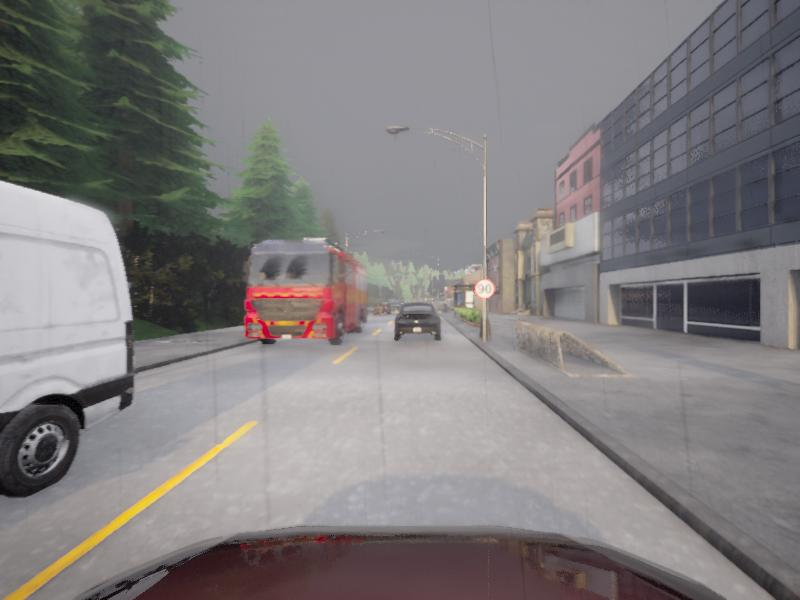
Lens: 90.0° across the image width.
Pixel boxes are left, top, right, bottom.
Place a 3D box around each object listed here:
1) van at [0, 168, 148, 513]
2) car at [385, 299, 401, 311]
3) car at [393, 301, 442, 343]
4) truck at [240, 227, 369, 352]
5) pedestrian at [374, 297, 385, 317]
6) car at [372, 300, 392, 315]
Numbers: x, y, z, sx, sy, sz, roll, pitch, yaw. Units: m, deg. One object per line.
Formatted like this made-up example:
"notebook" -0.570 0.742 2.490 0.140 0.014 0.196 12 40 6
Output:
"van" -4.024 0.316 1.675 1.988 2.561 5.915 0 1 3
"car" -1.037 0.671 59.458 2.097 1.767 4.553 0 0 3
"car" 0.774 0.840 17.349 1.837 1.490 4.892 0 1 3
"truck" -3.277 -0.331 16.554 2.891 3.827 8.468 0 0 3
"pedestrian" -1.947 0.621 37.864 0.751 1.860 0.751 0 0 20
"car" -1.886 0.797 43.205 1.789 1.549 3.705 0 0 3
